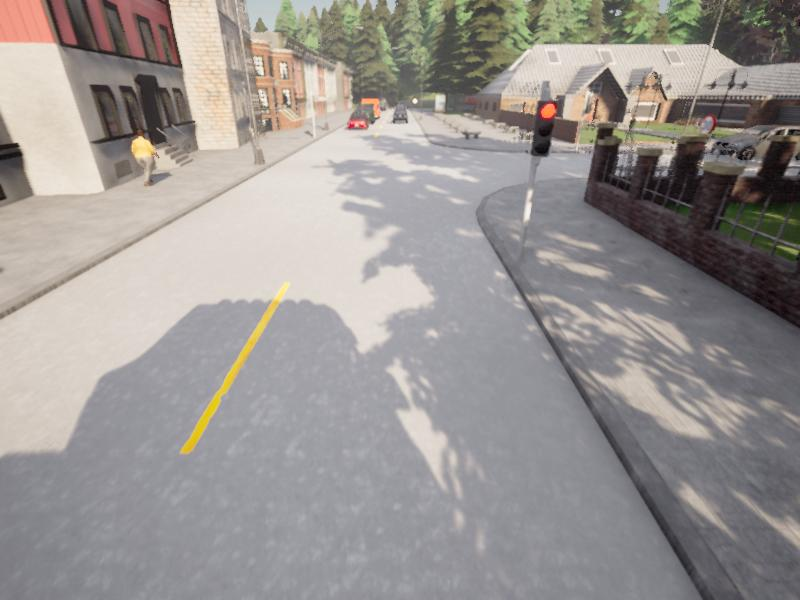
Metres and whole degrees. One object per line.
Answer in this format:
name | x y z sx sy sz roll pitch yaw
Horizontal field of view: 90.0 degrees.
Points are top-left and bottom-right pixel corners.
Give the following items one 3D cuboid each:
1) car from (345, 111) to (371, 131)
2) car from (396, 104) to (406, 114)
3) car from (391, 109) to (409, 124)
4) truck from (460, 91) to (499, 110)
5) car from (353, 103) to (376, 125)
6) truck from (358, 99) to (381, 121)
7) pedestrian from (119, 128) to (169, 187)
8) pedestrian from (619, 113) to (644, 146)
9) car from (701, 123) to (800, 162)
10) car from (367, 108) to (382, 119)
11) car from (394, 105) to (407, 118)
car | -3.964 -17.293 38.532 2.007 1.525 4.514 0 27 0
car | 0.143 -36.124 75.650 1.837 1.490 4.892 0 27 0
car | 0.052 -22.245 48.317 2.033 1.411 5.357 0 27 0
truck | 18.514 -46.662 93.660 8.468 3.827 2.891 0 27 0
car | -3.964 -21.275 45.702 2.150 2.045 5.566 0 27 0
truck | -3.932 -25.362 53.177 2.627 2.467 5.204 0 27 0
pedestrian | -8.808 -4.916 13.813 0.751 1.860 0.751 1 27 1
pedestrian | 14.474 -10.661 25.057 0.751 1.860 0.751 3 27 5
car | 19.176 -8.324 21.042 4.611 1.667 2.242 0 27 1
car | -3.906 -28.752 61.522 1.895 1.301 4.718 0 27 0
car | 0.084 -28.621 60.700 1.837 1.490 4.892 -1 28 0
